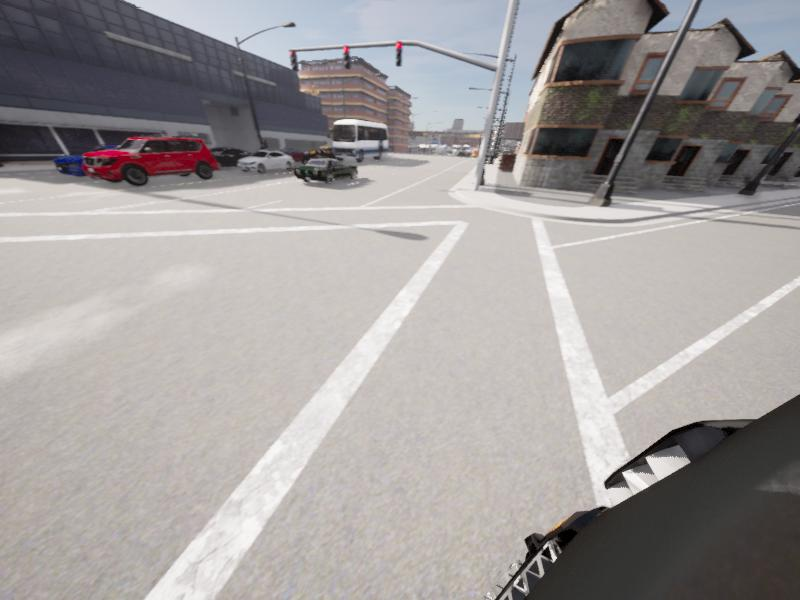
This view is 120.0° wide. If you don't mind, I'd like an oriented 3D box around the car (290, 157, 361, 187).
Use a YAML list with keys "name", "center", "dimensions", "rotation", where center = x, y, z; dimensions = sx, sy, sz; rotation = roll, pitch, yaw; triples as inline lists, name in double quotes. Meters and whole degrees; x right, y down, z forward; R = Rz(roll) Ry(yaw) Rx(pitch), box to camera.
- name: "car"
  center: [-4.556, -8.444, 15.043]
  dimensions: [1.895, 1.301, 4.718]
  rotation: [13, 35, 15]

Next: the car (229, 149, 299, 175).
- name: "car"
  center: [-10.475, -11.041, 18.329]
  dimensions: [1.812, 1.442, 4.674]
  rotation: [13, 36, 15]

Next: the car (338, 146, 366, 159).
- name: "car"
  center: [-7.027, -22.126, 34.522]
  dimensions: [1.812, 1.442, 4.674]
  rotation: [14, 37, 16]

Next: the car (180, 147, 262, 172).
- name: "car"
  center: [-14.049, -11.407, 18.582]
  dimensions: [1.837, 1.490, 4.892]
  rotation: [13, 36, 15]

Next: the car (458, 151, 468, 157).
- name: "car"
  center: [18.470, -42.818, 67.804]
  dimensions: [1.882, 1.535, 5.008]
  rotation: [13, 34, 15]

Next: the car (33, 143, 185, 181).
- name: "car"
  center: [-16.280, -8.109, 13.464]
  dimensions: [1.882, 1.535, 5.008]
  rotation: [13, 35, 15]

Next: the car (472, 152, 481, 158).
- name: "car"
  center: [23.783, -44.954, 71.631]
  dimensions: [1.882, 1.535, 5.008]
  rotation: [13, 34, 15]

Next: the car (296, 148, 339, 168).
- name: "car"
  center: [-8.216, -14.471, 23.455]
  dimensions: [1.816, 1.474, 4.193]
  rotation: [13, 36, 15]

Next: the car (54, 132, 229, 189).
- name: "car"
  center: [-12.970, -7.550, 12.412]
  dimensions: [2.150, 2.045, 5.566]
  rotation: [13, 35, 15]

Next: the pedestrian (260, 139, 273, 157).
- name: "pedestrian"
  center: [-16.199, -18.466, 28.084]
  dimensions: [0.751, 1.860, 0.751]
  rotation: [24, 39, 28]

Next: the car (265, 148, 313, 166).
- name: "car"
  center: [-11.517, -15.164, 24.344]
  dimensions: [1.994, 1.385, 4.181]
  rotation: [14, 36, 16]

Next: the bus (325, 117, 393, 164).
- name: "bus"
  center: [-4.735, -20.672, 30.136]
  dimensions: [3.944, 4.253, 10.273]
  rotation: [13, 37, 15]

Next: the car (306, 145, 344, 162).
- name: "car"
  center: [-9.341, -18.577, 29.246]
  dimensions: [1.882, 1.535, 5.008]
  rotation: [13, 36, 15]
